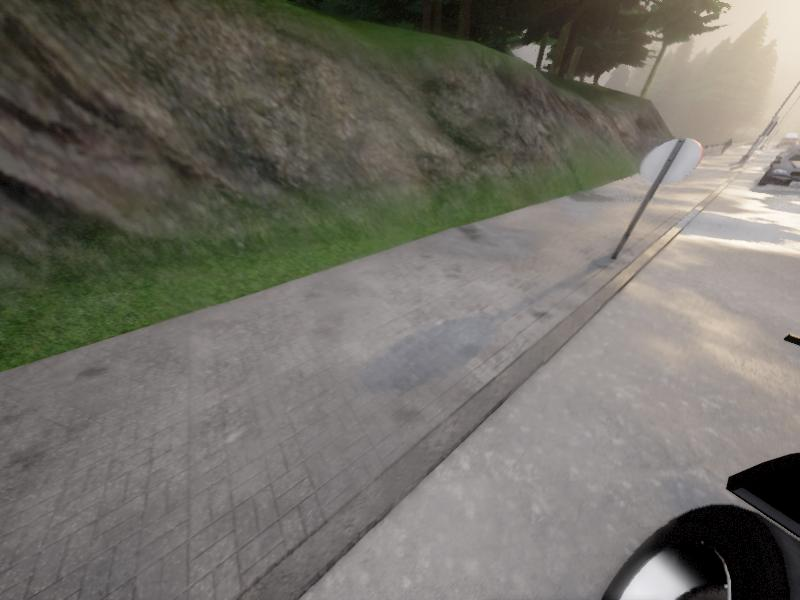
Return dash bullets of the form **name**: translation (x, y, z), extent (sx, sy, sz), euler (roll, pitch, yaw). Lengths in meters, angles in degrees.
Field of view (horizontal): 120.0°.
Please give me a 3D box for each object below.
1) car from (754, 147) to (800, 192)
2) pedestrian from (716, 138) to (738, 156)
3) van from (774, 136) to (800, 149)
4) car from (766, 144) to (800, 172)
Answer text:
- **car**: translation (20.813, -6.745, 11.854), extent (4.611, 1.667, 2.242), euler (-23, 41, -29)
- **pedestrian**: translation (40.653, -19.077, 28.769), extent (0.751, 1.860, 0.751), euler (-28, 44, -33)
- **van**: translation (79.272, -32.261, 47.243), extent (4.480, 2.038, 2.069), euler (-26, 43, -31)
- **car**: translation (31.480, -11.341, 18.323), extent (4.856, 1.649, 2.033), euler (-24, 41, -30)
